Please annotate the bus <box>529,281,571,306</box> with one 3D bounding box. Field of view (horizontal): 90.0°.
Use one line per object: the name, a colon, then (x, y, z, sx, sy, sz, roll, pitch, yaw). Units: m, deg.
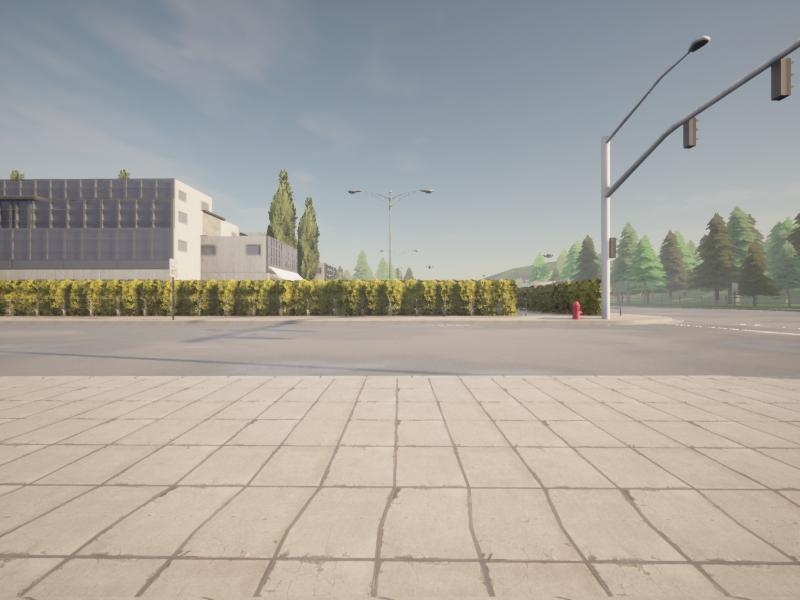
bus: (27.283, -1.162, 73.482, 3.944, 4.253, 10.273, 0, 0, 1)
